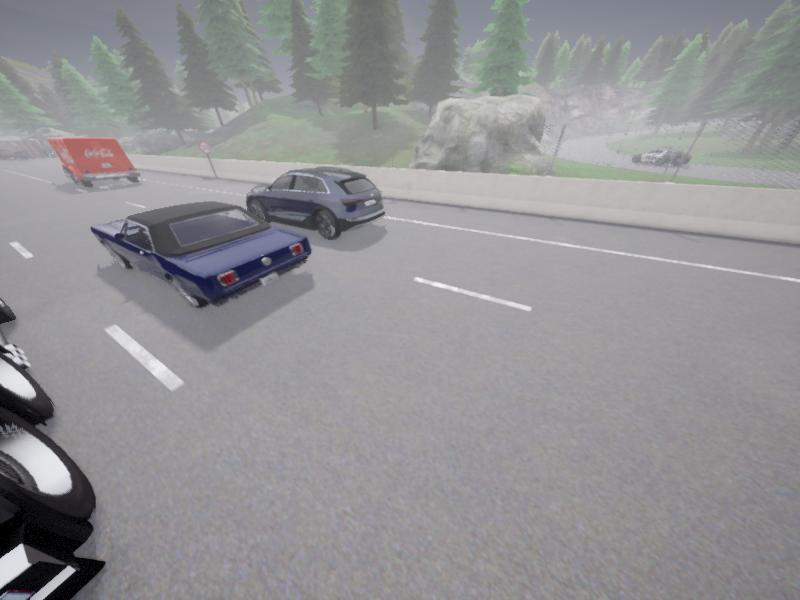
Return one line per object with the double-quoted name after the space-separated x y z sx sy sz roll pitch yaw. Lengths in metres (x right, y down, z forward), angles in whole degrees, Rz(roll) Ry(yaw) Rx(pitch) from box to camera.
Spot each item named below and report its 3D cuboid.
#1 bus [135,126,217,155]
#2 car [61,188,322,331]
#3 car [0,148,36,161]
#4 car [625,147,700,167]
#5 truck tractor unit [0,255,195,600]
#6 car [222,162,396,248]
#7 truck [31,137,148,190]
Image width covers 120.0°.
-44.331 -32.059 46.377 3.944 4.253 10.273 18 40 24 "bus"
-4.128 -1.203 4.632 4.718 1.301 1.895 17 39 24 "car"
-57.473 -21.007 33.377 4.792 1.488 2.163 -9 36 -13 "car"
25.957 -14.459 23.225 2.038 1.542 4.974 1 34 2 "car"
-5.095 -0.317 0.798 6.516 4.208 3.053 19 39 25 "truck tractor unit"
-2.755 -3.195 7.193 4.856 1.649 2.033 18 39 24 "car"
-19.367 -8.704 14.512 5.204 2.467 2.627 18 39 24 "truck"
